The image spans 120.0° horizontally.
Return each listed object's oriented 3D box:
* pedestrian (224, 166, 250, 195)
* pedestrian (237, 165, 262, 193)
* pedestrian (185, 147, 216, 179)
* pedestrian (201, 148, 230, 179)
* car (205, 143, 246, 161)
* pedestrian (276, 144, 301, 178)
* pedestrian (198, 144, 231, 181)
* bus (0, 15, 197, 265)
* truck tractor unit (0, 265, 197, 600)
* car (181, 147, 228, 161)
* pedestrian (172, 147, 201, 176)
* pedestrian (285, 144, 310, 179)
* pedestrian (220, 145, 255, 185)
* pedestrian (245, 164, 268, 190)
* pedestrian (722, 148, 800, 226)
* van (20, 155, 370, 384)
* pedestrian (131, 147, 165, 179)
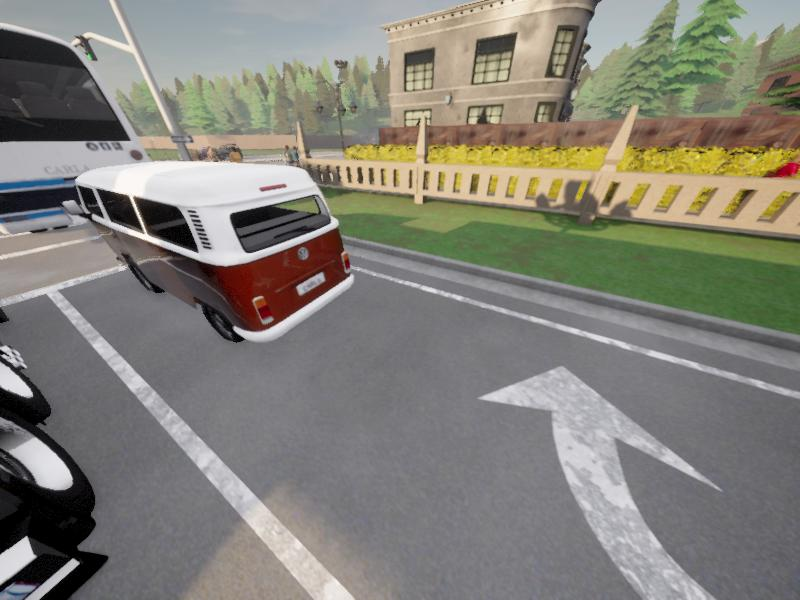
[{"bbox_3d":[-7.601,-5.582,10.795,0.500,1.100,0.500,-5,35,-7],"label":"pedestrian"},{"bbox_3d":[-7.277,-5.879,11.219,0.500,1.100,0.500,17,39,24],"label":"pedestrian"},{"bbox_3d":[-13.846,-9.504,16.076,0.751,1.860,0.751,20,40,26],"label":"pedestrian"},{"bbox_3d":[-13.070,-9.691,16.391,0.751,1.860,0.751,19,39,25],"label":"pedestrian"},{"bbox_3d":[-24.405,-20.857,32.469,1.905,1.878,3.866,18,39,25],"label":"car"},{"bbox_3d":[-7.310,-9.122,15.210,0.751,1.860,0.751,15,38,20],"label":"pedestrian"},{"bbox_3d":[-11.484,-8.532,14.349,0.751,1.860,0.751,21,40,27],"label":"pedestrian"},{"bbox_3d":[-12.051,-5.124,7.725,10.273,4.253,3.944,23,41,30],"label":"bus"},{"bbox_3d":[-5.114,-0.296,0.781,6.516,4.208,3.053,18,39,24],"label":"truck tractor unit"},{"bbox_3d":[-27.971,-21.143,33.297,1.812,1.442,4.674,18,39,25],"label":"car"},{"bbox_3d":[-16.458,-10.689,17.844,0.751,1.860,0.751,16,38,22],"label":"pedestrian"},{"bbox_3d":[-6.588,-8.901,14.887,0.751,1.860,0.751,11,36,16],"label":"pedestrian"},{"bbox_3d":[-9.025,-7.555,12.908,0.751,1.860,0.751,20,40,26],"label":"pedestrian"},{"bbox_3d":[-7.244,-6.212,11.697,0.500,1.100,0.500,9,36,13],"label":"pedestrian"},{"bbox_3d":[10.612,-3.194,6.563,0.751,1.860,0.751,17,38,23],"label":"pedestrian"},{"bbox_3d":[-2.997,-1.026,3.705,4.480,2.038,2.069,18,39,24],"label":"van"},{"bbox_3d":[-17.827,-9.713,16.403,0.751,1.860,0.751,18,39,24],"label":"pedestrian"}]
